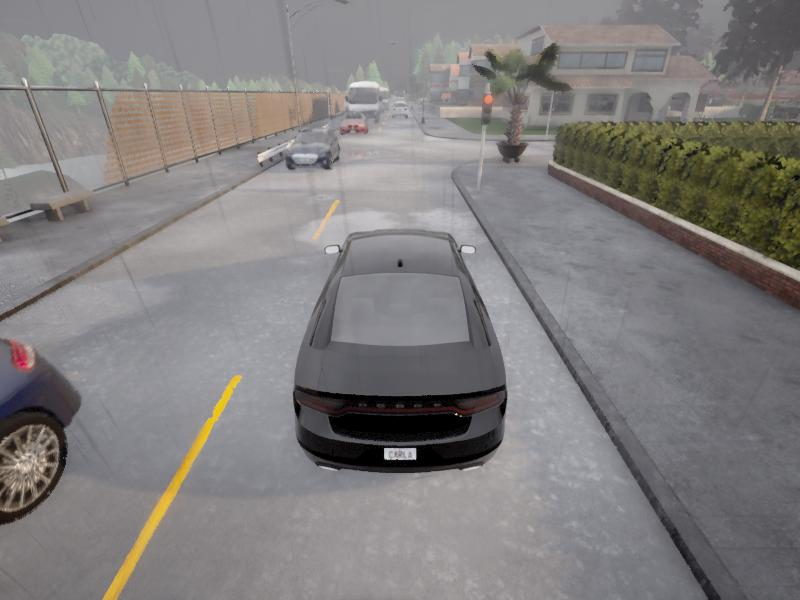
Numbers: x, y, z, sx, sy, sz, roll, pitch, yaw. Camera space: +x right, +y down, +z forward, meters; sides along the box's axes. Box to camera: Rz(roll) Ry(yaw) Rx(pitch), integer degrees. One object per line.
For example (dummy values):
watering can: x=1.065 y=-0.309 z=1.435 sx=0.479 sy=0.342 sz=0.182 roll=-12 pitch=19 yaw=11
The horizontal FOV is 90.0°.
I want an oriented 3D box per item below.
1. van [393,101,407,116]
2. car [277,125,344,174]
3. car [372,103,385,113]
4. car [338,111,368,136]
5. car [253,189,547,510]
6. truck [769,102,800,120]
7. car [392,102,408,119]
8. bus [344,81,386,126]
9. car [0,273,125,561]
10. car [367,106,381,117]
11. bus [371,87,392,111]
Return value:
van: x=0.008 y=-30.116 z=62.954 sx=2.069 sy=2.038 sz=4.480 roll=0 pitch=27 yaw=0
car: x=-3.996 y=-7.197 z=18.824 sx=2.033 sy=1.649 sz=4.856 roll=0 pitch=27 yaw=0
car: x=-3.990 y=-36.618 z=76.208 sx=2.163 sy=1.488 sz=4.792 roll=0 pitch=27 yaw=0
car: x=-3.895 y=-15.059 z=34.068 sx=2.242 sy=1.667 sz=4.611 roll=-1 pitch=27 yaw=-3
car: x=0.002 y=-0.111 z=5.141 sx=1.882 sy=1.535 sz=5.008 roll=0 pitch=27 yaw=0
truck: x=53.536 y=-25.257 z=53.425 sx=2.390 sy=2.098 sz=6.274 roll=0 pitch=27 yaw=0
car: x=0.007 y=-27.124 z=57.123 sx=2.150 sy=2.045 sz=5.566 roll=0 pitch=27 yaw=0
bus: x=-3.872 y=-23.319 z=47.309 sx=3.944 sy=4.253 sz=10.273 roll=0 pitch=27 yaw=0
car: x=-3.998 y=1.644 z=1.635 sx=2.152 sy=1.651 sz=5.027 roll=0 pitch=27 yaw=0
car: x=-3.992 y=-29.105 z=61.690 sx=1.970 sy=1.475 sz=3.806 roll=0 pitch=27 yaw=0
bus: x=-3.869 y=-42.968 z=85.515 sx=3.944 sy=4.253 sz=10.273 roll=0 pitch=27 yaw=0
